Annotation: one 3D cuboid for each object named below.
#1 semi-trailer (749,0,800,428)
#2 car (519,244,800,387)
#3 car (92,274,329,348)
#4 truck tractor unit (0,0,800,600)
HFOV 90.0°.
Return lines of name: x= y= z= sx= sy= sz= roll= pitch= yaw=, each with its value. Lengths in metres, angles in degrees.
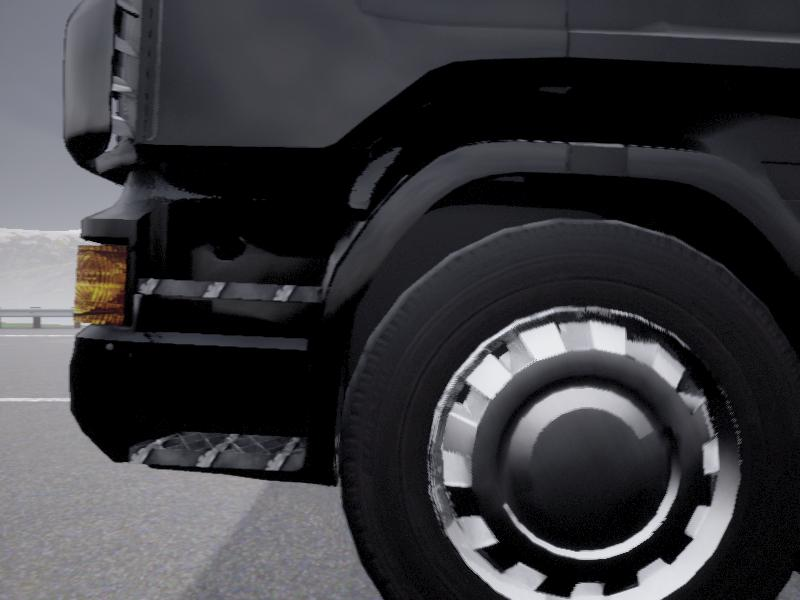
semi-trailer: x=10.228 y=-1.211 z=2.176 sx=14.254 sy=4.402 sz=2.717 roll=0 pitch=0 yaw=0
car: x=4.530 y=0.184 z=5.701 sx=5.027 sy=1.651 sz=2.152 roll=0 pitch=0 yaw=0
car: x=-4.063 y=0.226 z=9.200 sx=4.514 sy=1.525 sz=2.007 roll=0 pitch=0 yaw=0
truck tractor unit: x=2.314 y=-1.121 z=2.200 sx=6.516 sy=4.208 sz=3.053 roll=0 pitch=0 yaw=0
